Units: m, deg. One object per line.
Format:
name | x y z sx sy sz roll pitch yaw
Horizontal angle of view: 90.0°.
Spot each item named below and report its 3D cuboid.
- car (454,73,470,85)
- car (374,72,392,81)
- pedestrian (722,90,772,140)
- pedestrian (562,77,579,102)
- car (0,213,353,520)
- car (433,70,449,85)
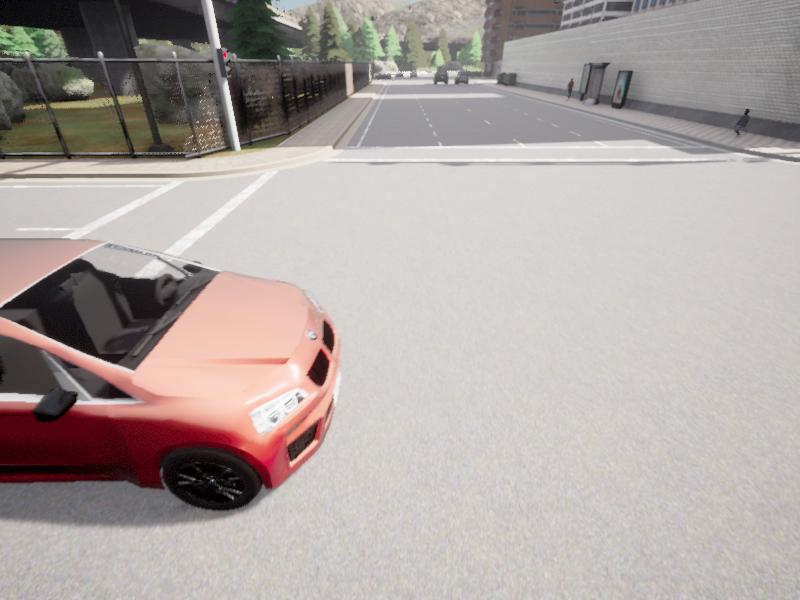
car | 10.442 -37.452 67.787 2.033 1.649 4.856 0 31 0
car | -3.641 -47.634 85.265 3.705 1.549 1.789 0 31 0
pedestrian | 14.786 -7.917 17.117 0.751 1.860 0.751 -1 31 -2
pedestrian | 14.632 -18.097 34.387 0.751 1.860 0.751 2 31 3
car | -2.896 0.405 3.623 4.611 1.667 2.242 0 31 0
car | 6.941 -37.659 67.749 2.150 2.045 5.566 0 31 0
